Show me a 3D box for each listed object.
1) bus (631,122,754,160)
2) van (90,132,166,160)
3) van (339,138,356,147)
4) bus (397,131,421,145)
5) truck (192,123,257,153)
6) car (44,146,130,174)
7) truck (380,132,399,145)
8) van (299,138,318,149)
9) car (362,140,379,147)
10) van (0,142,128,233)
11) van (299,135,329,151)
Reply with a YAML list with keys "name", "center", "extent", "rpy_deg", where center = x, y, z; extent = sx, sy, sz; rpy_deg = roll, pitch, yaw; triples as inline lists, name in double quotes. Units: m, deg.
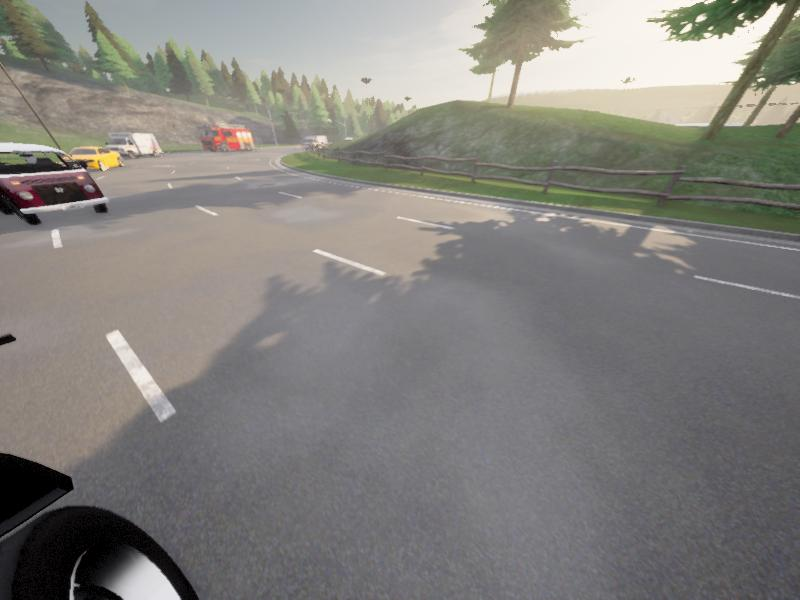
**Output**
- name: "bus"
  center: [43.629, -24.383, 35.464]
  extent: [10.273, 4.253, 3.944]
  rpy_deg: [21, 40, 27]
- name: "van"
  center: [-31.636, -18.255, 27.332]
  extent: [2.351, 2.431, 6.366]
  rpy_deg: [-7, 36, -11]
- name: "van"
  center: [-14.127, -42.702, 62.658]
  extent: [2.069, 2.038, 4.480]
  rpy_deg: [13, 37, 17]
- name: "bus"
  center: [3.397, -61.671, 87.918]
  extent: [3.944, 4.253, 10.273]
  rpy_deg: [22, 40, 27]
- name: "truck"
  center: [-29.539, -27.785, 39.696]
  extent: [2.891, 3.827, 8.468]
  rpy_deg: [9, 36, 12]
- name: "car"
  center: [-23.495, -10.840, 17.679]
  extent: [1.882, 1.535, 5.008]
  rpy_deg: [-16, 38, -21]
- name: "truck"
  center: [-3.864, -62.673, 89.625]
  extent: [2.891, 3.827, 8.468]
  rpy_deg: [22, 40, 27]
- name: "van"
  center: [-21.259, -36.528, 53.829]
  extent: [1.775, 1.987, 4.442]
  rpy_deg: [10, 36, 13]
- name: "car"
  center: [-8.987, -47.792, 70.565]
  extent: [5.027, 1.651, 2.152]
  rpy_deg: [-5, 36, -8]
- name: "van"
  center: [-11.842, -3.813, 7.414]
  extent: [4.480, 2.038, 2.069]
  rpy_deg: [16, 38, 21]
- name: "van"
  center: [-16.898, -31.283, 46.050]
  extent: [2.351, 2.431, 6.366]
  rpy_deg: [9, 36, 11]
